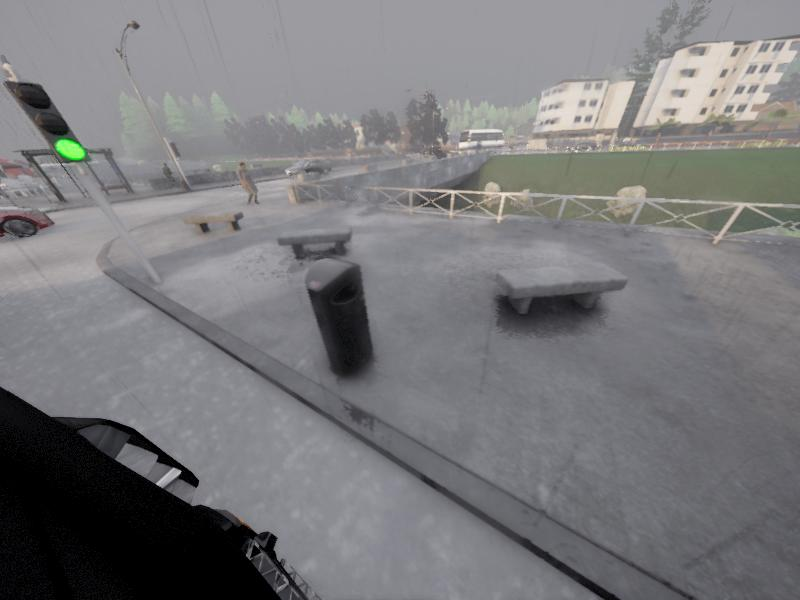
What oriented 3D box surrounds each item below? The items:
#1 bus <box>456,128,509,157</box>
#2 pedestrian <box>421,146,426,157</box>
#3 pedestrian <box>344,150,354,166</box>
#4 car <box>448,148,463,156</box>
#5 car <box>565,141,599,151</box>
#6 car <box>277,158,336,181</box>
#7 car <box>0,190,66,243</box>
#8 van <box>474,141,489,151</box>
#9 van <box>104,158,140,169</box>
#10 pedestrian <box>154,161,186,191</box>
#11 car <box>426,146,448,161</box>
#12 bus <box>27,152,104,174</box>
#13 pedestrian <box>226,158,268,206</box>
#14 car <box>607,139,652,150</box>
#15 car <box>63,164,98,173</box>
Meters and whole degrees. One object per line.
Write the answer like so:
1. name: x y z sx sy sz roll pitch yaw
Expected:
1. bus: 17.252 -33.041 48.480 10.273 4.253 3.944 -18 32 -22
2. pedestrian: 4.886 -31.328 48.723 0.751 1.860 0.751 18 39 28
3. pedestrian: -7.296 -20.316 33.077 0.751 1.860 0.751 15 37 25
4. car: 12.771 -34.197 53.193 1.895 1.301 4.718 16 38 26
5. car: 35.233 -29.853 44.835 4.892 1.490 1.837 17 38 27
6. car: -8.847 -12.726 22.337 2.128 1.511 4.902 17 38 27
7. car: -14.797 -2.428 7.435 1.994 1.385 4.181 15 38 25
8. van: 24.725 -46.563 69.859 2.351 2.431 6.366 16 38 26
9. van: -82.253 -40.491 68.484 1.988 2.561 5.915 16 38 26
10. pedestrian: -16.819 -9.109 16.944 0.751 1.860 0.751 11 36 19
11. car: 5.882 -23.193 36.625 1.905 1.878 3.866 16 37 26
12. bus: -87.259 -36.112 60.758 3.944 4.253 10.273 16 38 26
13. pedestrian: -7.031 -5.427 10.677 0.751 1.860 0.751 11 36 20
14. car: 41.355 -28.129 41.885 5.357 1.411 2.033 16 38 26
15. car: -83.433 -34.477 60.381 2.033 1.649 4.856 16 38 26
